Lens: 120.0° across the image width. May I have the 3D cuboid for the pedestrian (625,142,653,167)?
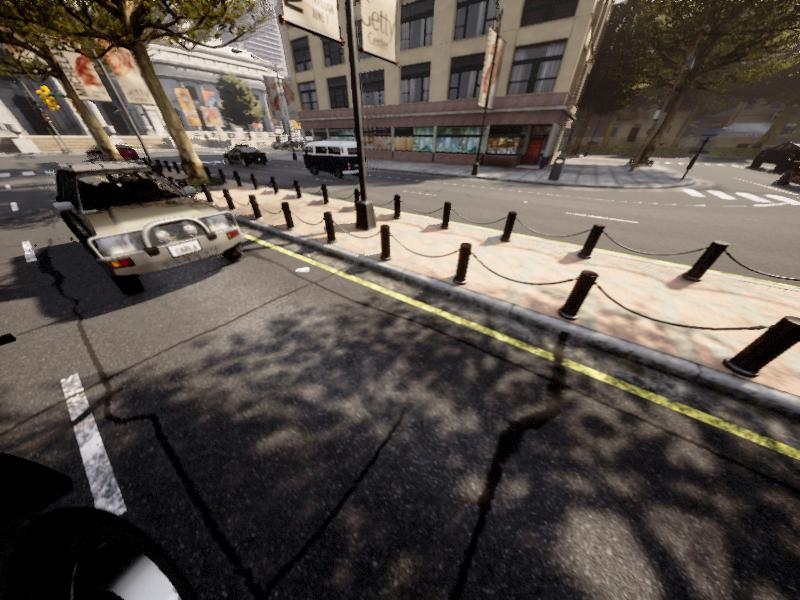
[{"bbox_3d":[21.072,-12.892,20.441,0.751,1.860,0.751,-9,36,-13],"label":"pedestrian"}]

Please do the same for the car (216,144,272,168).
[{"bbox_3d":[-14.460,-13.390,21.373,5.238,1.638,1.930,22,41,28],"label":"car"}]

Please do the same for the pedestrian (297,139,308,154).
[{"bbox_3d":[-14.190,-22.347,33.588,0.751,1.860,0.751,19,39,24],"label":"pedestrian"}]

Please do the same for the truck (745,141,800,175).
[{"bbox_3d":[32.912,-11.919,19.250,2.390,2.098,6.274,21,40,27],"label":"truck"}]

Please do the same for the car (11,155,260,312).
[{"bbox_3d":[-5.393,-1.773,4.759,4.605,1.855,1.932,22,40,28],"label":"car"}]

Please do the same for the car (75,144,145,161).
[{"bbox_3d":[-32.138,-16.454,25.725,4.792,1.488,2.163,4,35,5],"label":"car"}]

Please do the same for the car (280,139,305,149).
[{"bbox_3d":[-22.287,-32.485,47.949,1.851,1.617,3.988,22,41,28],"label":"car"}]

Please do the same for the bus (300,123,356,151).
[{"bbox_3d":[-14.157,-33.081,47.045,3.944,4.253,10.273,22,40,28],"label":"bus"}]

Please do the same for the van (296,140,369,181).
[{"bbox_3d":[-4.543,-9.561,15.673,4.480,2.038,2.069,22,41,27],"label":"van"}]

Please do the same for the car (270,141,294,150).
[{"bbox_3d":[-25.273,-33.285,49.631,1.970,1.475,3.806,22,41,28],"label":"car"}]

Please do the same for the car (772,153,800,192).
[{"bbox_3d":[22.576,-6.605,12.059,1.851,1.617,3.988,23,41,29],"label":"car"}]
